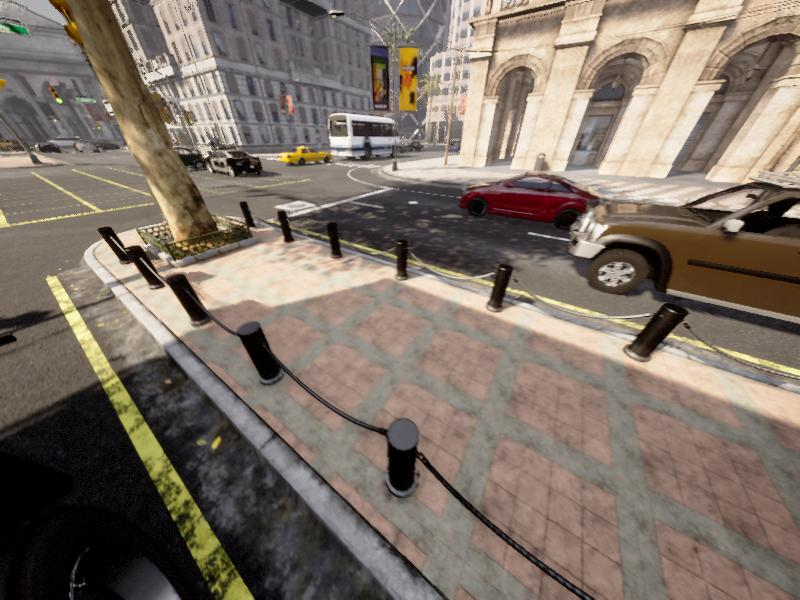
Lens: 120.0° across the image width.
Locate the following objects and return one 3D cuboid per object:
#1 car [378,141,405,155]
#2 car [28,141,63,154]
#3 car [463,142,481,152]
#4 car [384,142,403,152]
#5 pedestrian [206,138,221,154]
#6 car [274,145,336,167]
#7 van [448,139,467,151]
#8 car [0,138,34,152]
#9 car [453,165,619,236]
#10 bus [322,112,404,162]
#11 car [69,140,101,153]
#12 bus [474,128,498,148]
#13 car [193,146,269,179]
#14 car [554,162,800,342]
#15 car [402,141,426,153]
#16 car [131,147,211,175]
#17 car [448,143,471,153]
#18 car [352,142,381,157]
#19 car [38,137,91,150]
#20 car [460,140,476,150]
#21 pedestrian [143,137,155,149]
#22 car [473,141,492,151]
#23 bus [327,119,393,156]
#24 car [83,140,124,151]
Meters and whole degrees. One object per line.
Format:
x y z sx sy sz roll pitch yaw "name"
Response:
-1.313 -24.736 37.561 2.242 1.667 4.611 21 40 26 "car"
-55.831 -24.127 36.382 4.974 1.542 2.038 20 40 26 "car"
14.651 -31.173 46.952 2.007 1.525 4.514 21 40 27 "car"
-1.145 -28.480 42.999 1.845 1.501 3.633 21 40 27 "car"
-26.359 -21.743 32.639 0.751 1.860 0.751 17 39 22 "pedestrian"
-9.112 -14.272 22.723 1.801 1.575 5.366 23 41 29 "car"
12.164 -32.877 48.904 2.069 2.038 4.480 21 40 27 "van"
-65.517 -25.872 38.479 4.605 1.855 1.932 -2 35 -3 "car"
4.224 -3.509 7.738 4.181 1.385 1.994 21 40 27 "car"
-3.918 -19.932 28.480 3.944 4.253 10.273 21 40 26 "bus"
-51.104 -24.920 37.464 5.027 1.651 2.152 24 41 29 "car"
24.135 -45.909 65.569 3.944 4.253 10.273 4 35 6 "bus"
-11.930 -9.812 16.318 5.238 1.638 1.930 21 40 27 "car"
5.419 -0.847 3.525 4.605 1.855 1.932 21 40 27 "car"
2.609 -28.122 42.424 1.930 1.638 5.238 21 40 27 "car"
-17.215 -10.687 17.592 1.789 1.549 3.705 21 40 26 "car"
10.941 -27.957 42.396 2.163 1.488 4.792 21 40 27 "car"
-4.730 -21.708 33.291 1.851 1.617 3.988 21 40 26 "car"
-67.463 -31.655 46.530 2.150 2.045 5.566 21 40 27 "car"
15.714 -35.883 53.327 1.905 1.878 3.866 21 40 27 "car"
-47.760 -29.808 43.915 0.751 1.860 0.751 22 41 28 "pedestrian"
18.481 -34.542 51.681 2.152 1.651 5.027 21 40 27 "car"
-5.748 -25.447 36.294 3.944 4.253 10.273 21 40 27 "bus"
-56.847 -29.806 44.427 2.242 1.667 4.611 -6 36 -8 "car"
